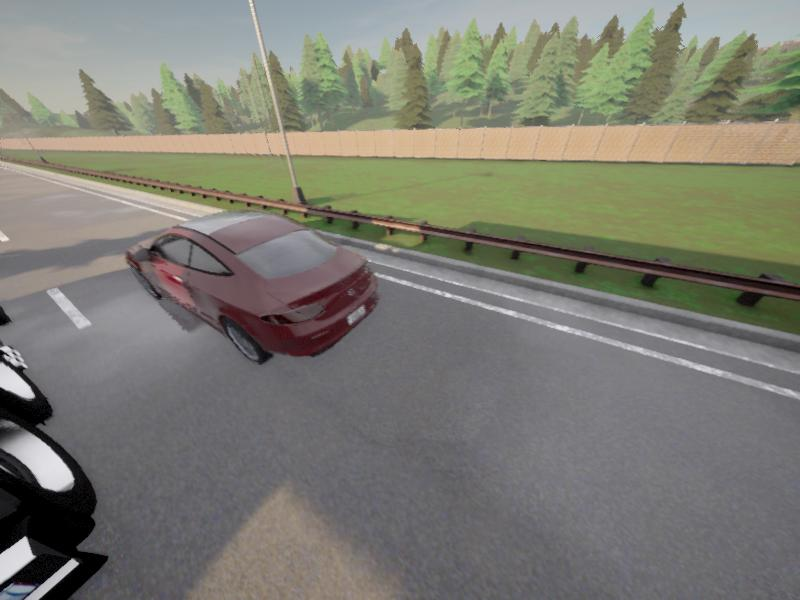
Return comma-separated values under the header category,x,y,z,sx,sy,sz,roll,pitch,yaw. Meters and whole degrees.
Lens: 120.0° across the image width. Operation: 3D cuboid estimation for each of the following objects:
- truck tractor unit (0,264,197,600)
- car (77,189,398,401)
category,x,y,z,sx,sy,sz,roll,pitch,yaw
truck tractor unit,-5.117,-0.292,0.784,6.516,4.208,3.053,18,39,24
car,-2.516,-0.622,3.665,4.674,1.442,1.812,18,39,24
